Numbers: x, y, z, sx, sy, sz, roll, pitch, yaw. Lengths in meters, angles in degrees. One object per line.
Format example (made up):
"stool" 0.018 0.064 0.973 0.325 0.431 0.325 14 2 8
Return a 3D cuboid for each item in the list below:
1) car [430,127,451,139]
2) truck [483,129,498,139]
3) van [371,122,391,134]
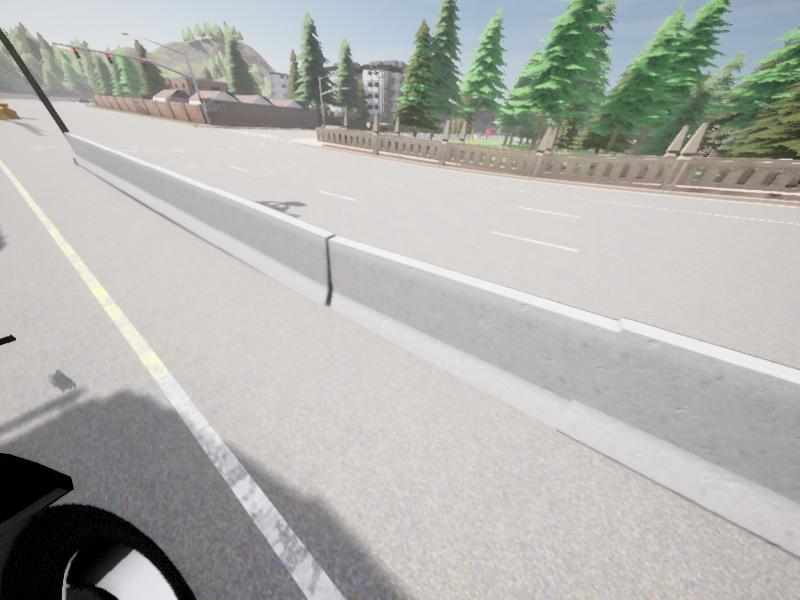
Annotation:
"car" 9.602 -39.628 54.875 2.150 2.045 5.566 26 43 25
"truck" 31.068 -56.651 78.937 2.627 2.467 5.204 27 43 26
"van" -4.304 -39.603 53.280 2.069 2.038 4.480 27 42 26
